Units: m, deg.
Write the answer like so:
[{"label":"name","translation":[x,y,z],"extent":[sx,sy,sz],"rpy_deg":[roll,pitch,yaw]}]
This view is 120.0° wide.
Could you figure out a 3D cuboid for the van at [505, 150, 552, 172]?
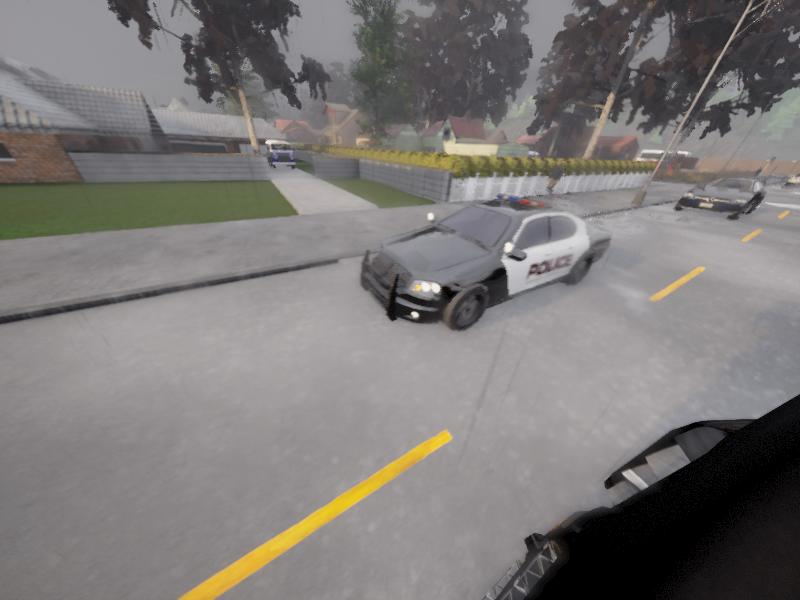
[{"label":"van","translation":[19.928,-21.881,36.222],"extent":[1.988,2.561,5.915],"rpy_deg":[-16,38,-26]}]

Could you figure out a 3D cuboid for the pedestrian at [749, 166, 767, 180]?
[{"label":"pedestrian","translation":[59.892,-21.257,38.662],"extent":[0.751,1.860,0.751],"rpy_deg":[-17,38,-27]}]

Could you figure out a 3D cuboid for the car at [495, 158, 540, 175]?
[{"label":"car","translation":[12.665,-14.404,24.957],"extent":[4.181,1.381,1.994],"rpy_deg":[-16,38,-26]}]

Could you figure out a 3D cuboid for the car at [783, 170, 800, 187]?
[{"label":"car","translation":[53.072,-15.926,30.314],"extent":[4.605,1.855,1.932],"rpy_deg":[-16,38,-26]}]

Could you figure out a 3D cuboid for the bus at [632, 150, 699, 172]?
[{"label":"bus","translation":[69.697,-36.900,61.081],"extent":[3.944,4.253,10.273],"rpy_deg":[-16,38,-26]}]

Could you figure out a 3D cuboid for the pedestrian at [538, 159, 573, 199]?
[{"label":"pedestrian","translation":[8.590,-6.691,12.802],"extent":[0.751,1.860,0.751],"rpy_deg":[-16,38,-26]}]

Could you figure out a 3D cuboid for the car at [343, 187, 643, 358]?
[{"label":"car","translation":[1.760,-1.029,4.274],"extent":[4.974,1.542,2.038],"rpy_deg":[-16,38,-26]}]

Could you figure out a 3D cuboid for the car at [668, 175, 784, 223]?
[{"label":"car","translation":[16.420,-5.249,11.663],"extent":[5.027,1.651,2.152],"rpy_deg":[-16,38,-26]}]

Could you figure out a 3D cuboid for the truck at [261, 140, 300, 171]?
[{"label":"truck","translation":[-10.395,-12.590,20.001],"extent":[2.069,2.038,4.478],"rpy_deg":[-16,38,-26]}]
